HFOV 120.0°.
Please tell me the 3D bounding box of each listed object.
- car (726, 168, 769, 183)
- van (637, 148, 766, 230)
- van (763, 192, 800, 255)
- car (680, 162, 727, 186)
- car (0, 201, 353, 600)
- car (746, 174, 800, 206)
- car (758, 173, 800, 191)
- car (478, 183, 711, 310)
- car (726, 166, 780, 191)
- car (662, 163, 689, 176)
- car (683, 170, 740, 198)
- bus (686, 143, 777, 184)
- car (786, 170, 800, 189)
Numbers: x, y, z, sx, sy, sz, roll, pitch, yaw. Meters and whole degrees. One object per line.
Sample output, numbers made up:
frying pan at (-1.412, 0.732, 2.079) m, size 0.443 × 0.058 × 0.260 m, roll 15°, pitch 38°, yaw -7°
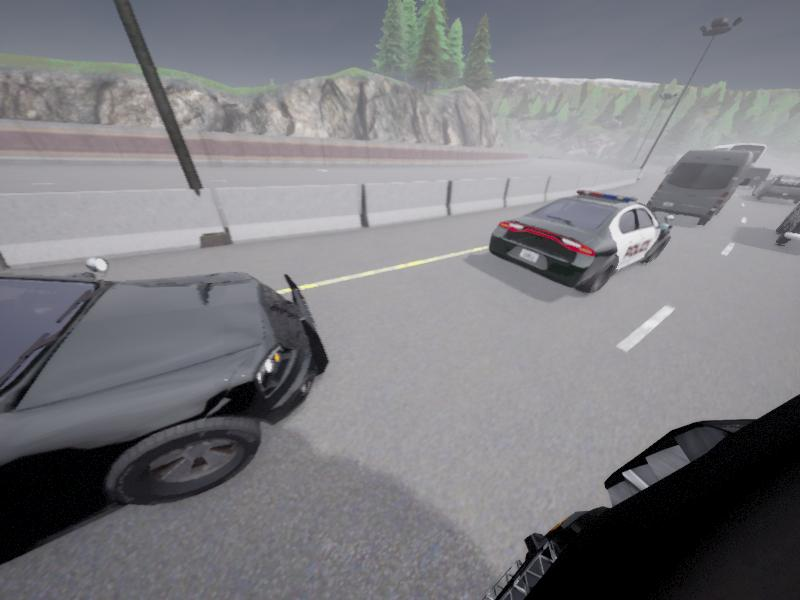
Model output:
car at (50.555, -18.239, 33.729) m, size 2.007 × 1.525 × 4.514 m, roll 25°, pitch 40°, yaw 29°
van at (13.471, -5.092, 10.283) m, size 5.915 × 2.561 × 1.988 m, roll -20°, pitch 40°, yaw -30°
van at (14.004, -2.681, 7.192) m, size 4.480 × 2.038 × 2.069 m, roll -20°, pitch 40°, yaw -30°
car at (35.095, -14.801, 26.908) m, size 2.150 × 2.045 × 5.566 m, roll 29°, pitch 42°, yaw 33°
car at (-3.068, 0.660, 1.318) m, size 4.974 × 1.542 × 2.038 m, roll -17°, pitch 39°, yaw -26°
car at (27.625, -8.052, 16.744) m, size 4.902 × 1.511 × 2.128 m, roll -24°, pitch 43°, yaw -35°
car at (42.983, -13.253, 25.911) m, size 1.895 × 1.301 × 4.718 m, roll 28°, pitch 41°, yaw 32°
car at (4.455, -1.609, 5.271) m, size 4.974 × 1.542 × 2.038 m, roll -17°, pitch 39°, yaw -28°
car at (36.741, -12.827, 24.241) m, size 1.905 × 1.878 × 3.866 m, roll 30°, pitch 42°, yaw 34°
car at (47.279, -22.474, 39.692) m, size 1.851 × 1.617 × 3.988 m, roll 24°, pitch 39°, yaw 28°
car at (24.808, -9.379, 18.478) m, size 4.514 × 1.525 × 2.007 m, roll -24°, pitch 42°, yaw -34°
bus at (46.171, -19.577, 32.922) m, size 3.944 × 4.253 × 10.273 m, roll 26°, pitch 40°, yaw 30°
car at (48.833, -14.082, 27.093) m, size 1.932 × 1.855 × 4.605 m, roll 27°, pitch 41°, yaw 31°
